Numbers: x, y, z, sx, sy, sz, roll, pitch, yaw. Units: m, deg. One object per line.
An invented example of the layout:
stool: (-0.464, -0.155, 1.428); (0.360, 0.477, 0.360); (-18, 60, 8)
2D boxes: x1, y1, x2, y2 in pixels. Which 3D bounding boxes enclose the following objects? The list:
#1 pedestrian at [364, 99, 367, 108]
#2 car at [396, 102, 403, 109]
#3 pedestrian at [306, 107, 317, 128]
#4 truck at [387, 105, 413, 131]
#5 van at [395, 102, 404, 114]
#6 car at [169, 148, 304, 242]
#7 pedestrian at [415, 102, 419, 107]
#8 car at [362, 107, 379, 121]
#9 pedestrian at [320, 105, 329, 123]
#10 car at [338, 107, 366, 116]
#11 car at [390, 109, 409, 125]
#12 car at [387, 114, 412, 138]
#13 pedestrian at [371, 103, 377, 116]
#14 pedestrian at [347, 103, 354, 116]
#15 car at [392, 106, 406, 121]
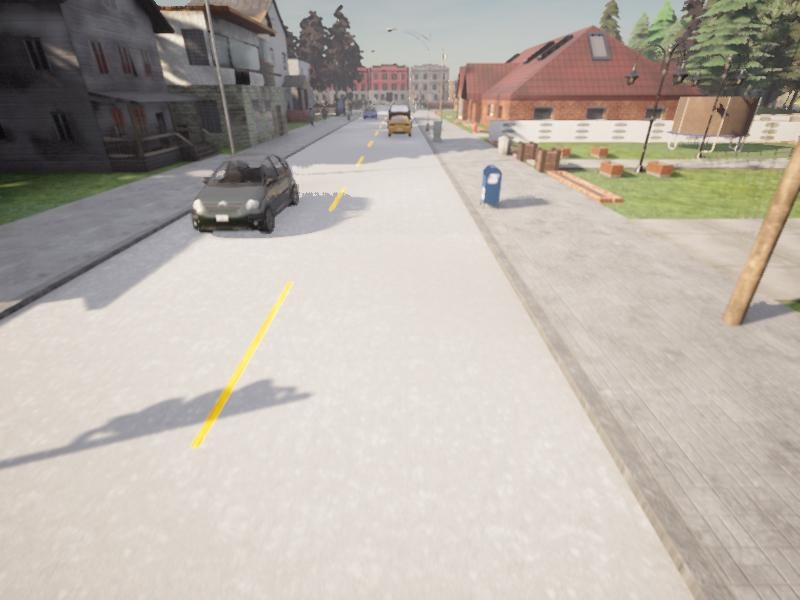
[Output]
pedestrian: (-8.857, -50.311, 102.403); (0.751, 1.860, 0.751); (1, 27, 3)
car: (-0.067, -50.703, 104.241); (1.801, 1.575, 5.366); (0, 27, 0)
pedestrian: (-8.785, -18.143, 39.714); (0.751, 1.860, 0.751); (1, 27, 3)
truck: (-0.030, -18.213, 39.833); (2.390, 2.098, 6.274); (0, 27, 0)
van: (-0.051, -37.821, 78.649); (1.775, 1.987, 4.442); (0, 27, 0)
car: (-4.008, -2.969, 10.681); (1.851, 1.617, 3.988); (0, 27, 0)
pedestrian: (4.359, -50.068, 102.469); (0.751, 1.300, 0.751); (-8, 28, -14)
car: (-4.005, -25.401, 54.486); (2.007, 1.525, 4.514); (0, 27, 0)
pedestrian: (-8.853, -21.823, 46.885); (0.751, 1.860, 0.751); (3, 27, 6)
car: (-8.375, -32.978, 69.990); (4.718, 1.301, 1.895); (-5, 28, -9)
car: (-0.042, -21.483, 46.850); (2.128, 1.511, 4.902); (0, 27, 0)
car: (-0.022, -14.554, 33.319); (1.882, 1.535, 5.008); (0, 27, 0)
pedestrian: (-4.177, -30.544, 64.089); (0.751, 1.860, 0.751); (-9, 29, -18)
pedestrian: (-7.475, -28.825, 60.505); (0.751, 1.860, 0.751); (-8, 28, -15)
car: (-0.098, -24.613, 52.845); (1.851, 1.617, 3.988); (0, 27, 1)
